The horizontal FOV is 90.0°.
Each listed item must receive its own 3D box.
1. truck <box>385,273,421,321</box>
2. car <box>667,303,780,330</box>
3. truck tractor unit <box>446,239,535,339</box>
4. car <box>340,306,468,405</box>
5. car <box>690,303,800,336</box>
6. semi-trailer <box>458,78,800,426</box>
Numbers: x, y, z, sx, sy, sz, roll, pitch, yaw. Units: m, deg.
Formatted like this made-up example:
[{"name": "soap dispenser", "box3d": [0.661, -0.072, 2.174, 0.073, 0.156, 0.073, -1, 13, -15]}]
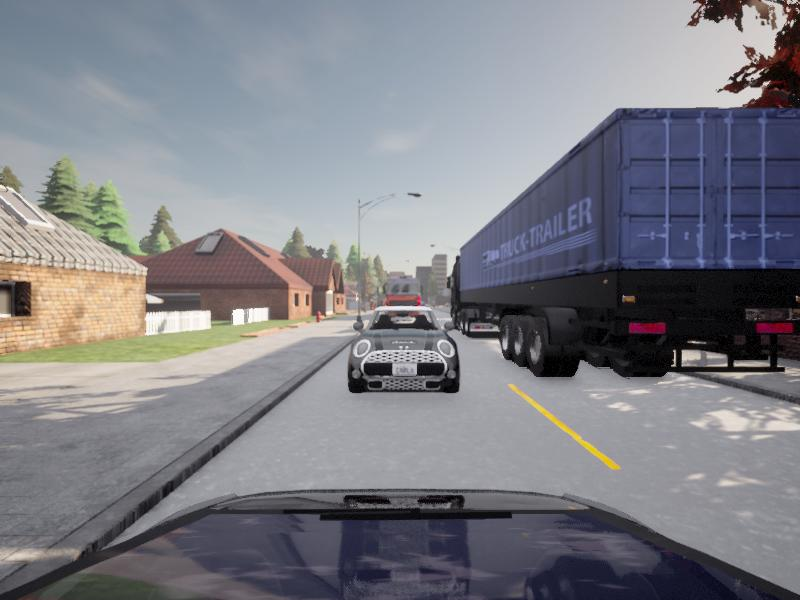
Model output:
[{"name": "truck", "box3d": [0.290, -0.210, 36.113, 2.891, 3.827, 8.468, 0, 0, 0]}, {"name": "car", "box3d": [18.860, 0.910, 23.488, 4.902, 1.511, 2.128, 0, 0, 0]}, {"name": "truck tractor unit", "box3d": [4.166, -0.455, 20.110, 3.053, 4.208, 6.516, 0, 0, 0]}, {"name": "car", "box3d": [0.074, 0.880, 8.077, 1.970, 1.475, 3.806, 0, 0, 0]}, {"name": "car", "box3d": [17.393, 0.898, 19.525, 4.902, 1.511, 2.128, 0, 0, 1]}, {"name": "semi-trailer", "box3d": [4.117, -0.578, 12.198, 2.717, 4.402, 14.254, 0, 0, 0]}]
